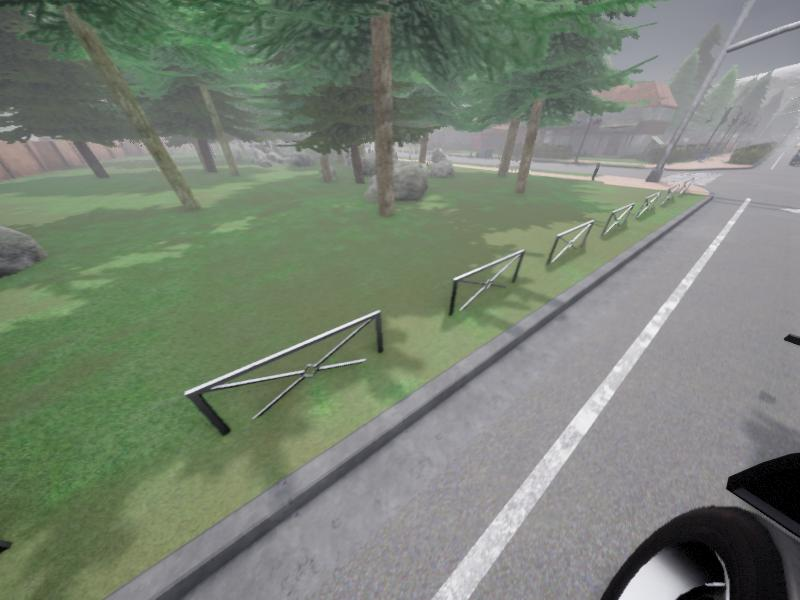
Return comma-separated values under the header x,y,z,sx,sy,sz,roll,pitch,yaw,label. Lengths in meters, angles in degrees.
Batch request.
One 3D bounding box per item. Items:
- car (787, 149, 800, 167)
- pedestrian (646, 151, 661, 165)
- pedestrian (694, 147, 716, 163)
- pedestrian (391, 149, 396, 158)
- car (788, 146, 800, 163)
x,y,z,sx,sy,sz,roll,pitch,yaw,label
38.400,-13.364,21.394,4.856,1.649,2.033,-22,40,-29,car
25.200,-14.124,22.988,0.500,1.100,0.500,-22,40,-28,pedestrian
30.378,-14.492,23.026,0.751,1.300,0.751,-20,40,-26,pedestrian
-0.848,-20.135,31.739,0.500,1.100,0.500,-22,40,-28,pedestrian
44.682,-15.909,25.091,4.902,1.511,2.128,-22,41,-28,car
